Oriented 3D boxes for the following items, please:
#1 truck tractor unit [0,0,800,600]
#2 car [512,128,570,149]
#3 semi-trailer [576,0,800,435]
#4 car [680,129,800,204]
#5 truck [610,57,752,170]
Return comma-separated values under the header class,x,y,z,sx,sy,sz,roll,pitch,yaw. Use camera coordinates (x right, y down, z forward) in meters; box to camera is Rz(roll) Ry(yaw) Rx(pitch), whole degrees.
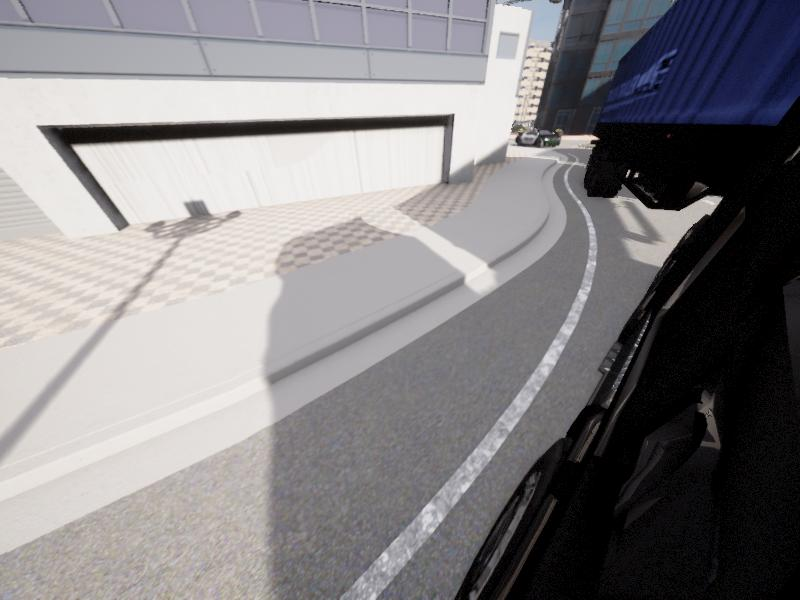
class,x,y,z,sx,sy,sz,roll,pitch,yaw
truck tractor unit,2.645,-0.295,0.351,6.516,4.208,3.053,-28,44,-30
car,14.091,-16.520,23.524,2.038,1.542,4.974,-10,37,-10
semi-trailer,6.988,-4.399,5.389,2.717,4.402,14.254,17,41,24
car,12.390,-4.855,8.019,1.801,1.575,5.366,17,41,25
truck,15.458,-10.412,13.369,2.891,3.827,8.468,26,46,33
